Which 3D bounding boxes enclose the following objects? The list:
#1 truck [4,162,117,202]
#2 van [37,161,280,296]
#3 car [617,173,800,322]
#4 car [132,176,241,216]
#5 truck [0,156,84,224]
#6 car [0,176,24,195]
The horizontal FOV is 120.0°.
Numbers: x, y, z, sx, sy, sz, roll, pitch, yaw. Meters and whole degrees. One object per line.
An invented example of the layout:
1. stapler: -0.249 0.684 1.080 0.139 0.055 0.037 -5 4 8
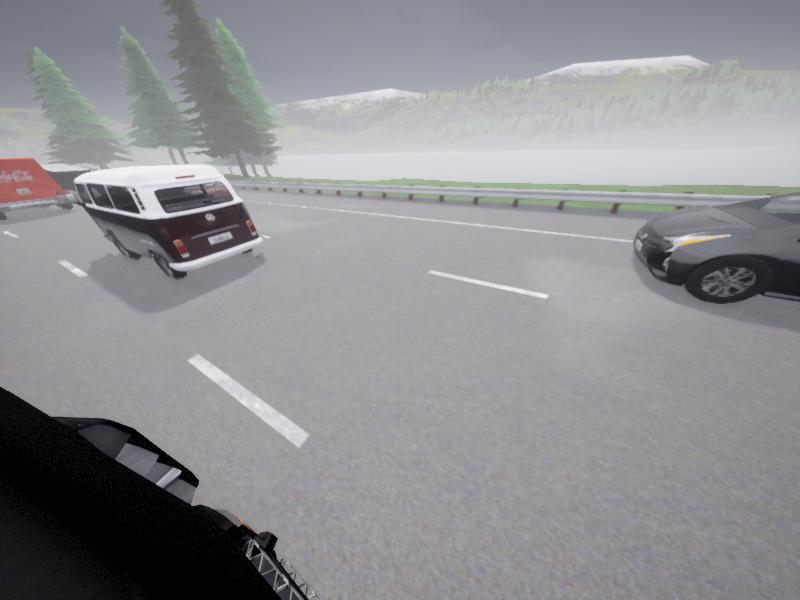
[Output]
1. truck: -24.156 -8.507 16.501 6.274 2.098 2.390 11 36 20
2. van: -5.521 -1.999 5.458 4.480 2.038 2.069 16 38 25
3. car: 6.279 -0.691 3.064 4.514 1.525 2.007 16 38 26
4. car: -10.336 -5.174 11.206 4.718 1.301 1.895 14 37 23
5. truck: -19.861 -5.675 11.638 5.204 2.467 2.627 12 37 21
6. car: -37.320 -10.296 20.891 4.718 1.301 1.895 8 35 15
